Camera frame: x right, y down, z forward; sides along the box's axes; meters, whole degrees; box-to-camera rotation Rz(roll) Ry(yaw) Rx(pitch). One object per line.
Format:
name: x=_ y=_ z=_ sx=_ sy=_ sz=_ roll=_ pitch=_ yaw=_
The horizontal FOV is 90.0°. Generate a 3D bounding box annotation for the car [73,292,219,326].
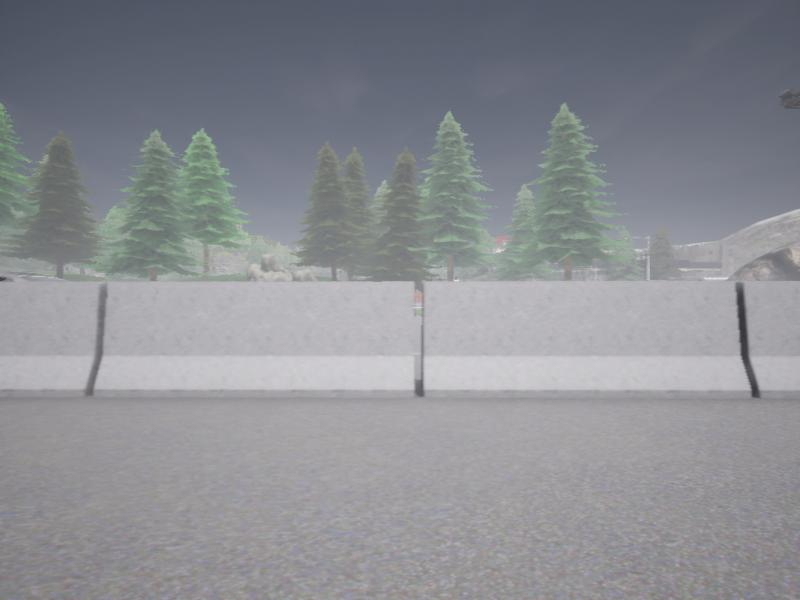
car: x=-10.107 y=0.354 z=16.196 sx=4.718 sy=1.301 sz=1.895 roll=0 pitch=0 yaw=0

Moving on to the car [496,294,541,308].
car: x=14.872 y=0.144 z=50.276 sx=5.008 sy=1.535 sz=1.882 roll=-3 pitch=0 yaw=-6

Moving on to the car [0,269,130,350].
car: x=-9.462 y=0.190 z=9.197 sx=5.027 sy=1.651 sz=2.152 roll=0 pitch=0 yaw=0

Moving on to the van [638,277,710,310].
van: x=22.677 y=-0.495 z=33.525 sx=1.988 sy=2.561 sz=5.915 roll=0 pitch=0 yaw=0

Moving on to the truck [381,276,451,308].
truck: x=1.992 y=-0.925 z=49.874 sx=8.468 sy=3.827 sz=2.891 roll=0 pitch=0 yaw=0
